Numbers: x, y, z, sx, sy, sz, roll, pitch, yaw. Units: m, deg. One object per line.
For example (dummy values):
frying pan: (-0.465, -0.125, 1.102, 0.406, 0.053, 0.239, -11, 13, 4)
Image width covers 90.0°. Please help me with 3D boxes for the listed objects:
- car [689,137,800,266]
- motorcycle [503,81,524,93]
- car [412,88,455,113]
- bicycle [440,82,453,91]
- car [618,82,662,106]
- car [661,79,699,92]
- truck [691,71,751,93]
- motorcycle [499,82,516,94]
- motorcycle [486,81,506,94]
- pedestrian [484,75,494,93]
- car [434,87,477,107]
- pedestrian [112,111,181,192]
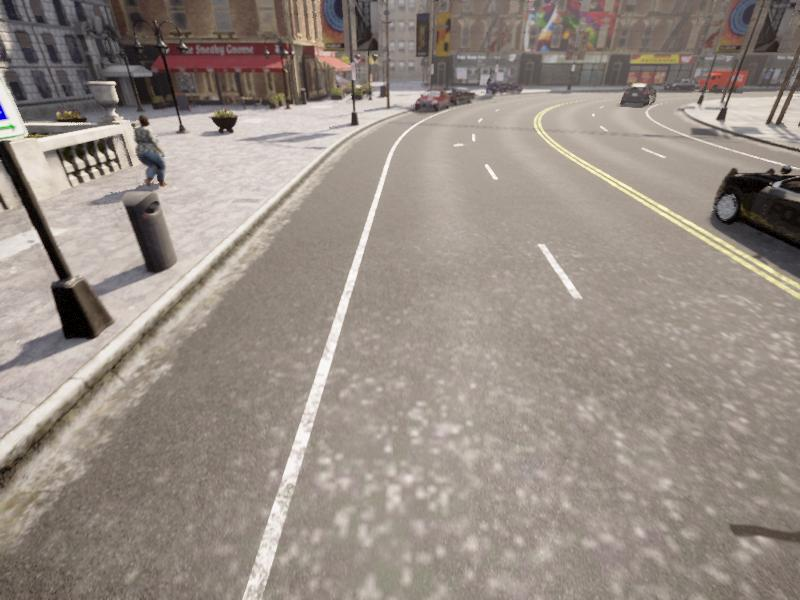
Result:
car: (8.008, -1.646, 7.176, 1.930, 1.638, 5.238, 1, 30, 2)
motorcycle: (13.959, -26.189, 49.177, 2.356, 1.277, 0.764, 6, 31, 10)
car: (2.691, -15.830, 31.580, 2.002, 1.452, 4.674, 11, 32, 19)
bicycle: (6.181, -28.292, 53.016, 1.643, 1.024, 0.373, 1, 20, 2)
car: (21.806, -18.677, 36.232, 2.242, 1.667, 4.611, 22, 37, 33)
car: (38.333, -29.407, 54.834, 3.806, 1.475, 1.970, -7, 31, -11)
truck: (41.555, -28.329, 51.923, 5.204, 2.467, 2.627, -5, 31, -8)
motorcycle: (12.994, -25.696, 48.391, 1.805, 1.236, 0.856, 6, 31, 10)
motorcycle: (11.436, -25.308, 47.670, 2.209, 1.251, 0.867, 6, 31, 10)
pedestrian: (10.918, -26.476, 49.012, 0.751, 1.860, 0.751, -19, 35, -29)
car: (5.058, -18.403, 36.122, 1.895, 1.301, 4.718, 17, 35, 27)
pedestrian: (-6.487, -3.826, 10.331, 0.751, 1.860, 0.751, 6, 31, 10)
